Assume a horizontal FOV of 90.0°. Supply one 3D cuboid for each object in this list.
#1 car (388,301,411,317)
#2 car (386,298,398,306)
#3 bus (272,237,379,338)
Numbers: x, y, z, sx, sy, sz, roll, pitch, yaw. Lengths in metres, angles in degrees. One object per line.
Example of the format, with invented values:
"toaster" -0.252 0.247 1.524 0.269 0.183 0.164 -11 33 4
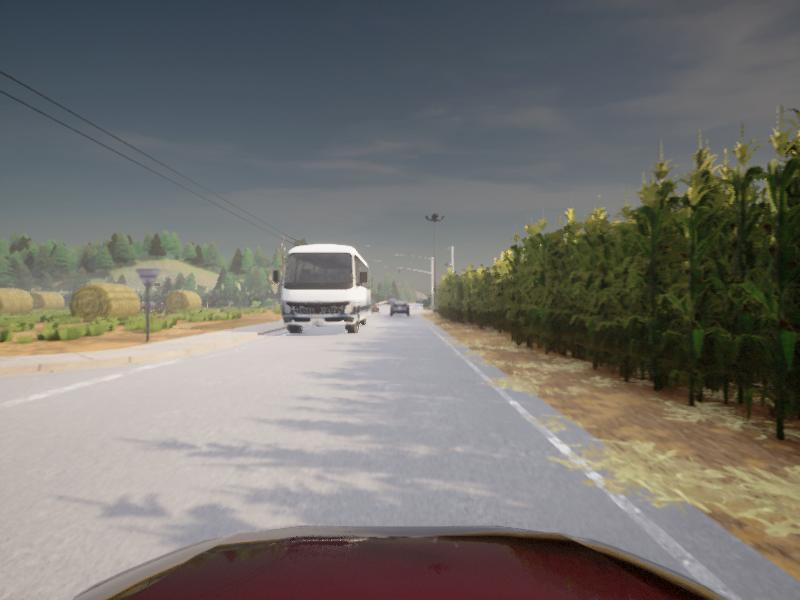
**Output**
"car" 0.000 0.834 40.362 2.163 1.488 4.792 0 0 0
"car" -1.472 0.357 77.513 1.812 1.442 4.674 0 2 6
"bus" -3.399 -0.533 21.908 3.944 4.253 10.273 0 0 0
